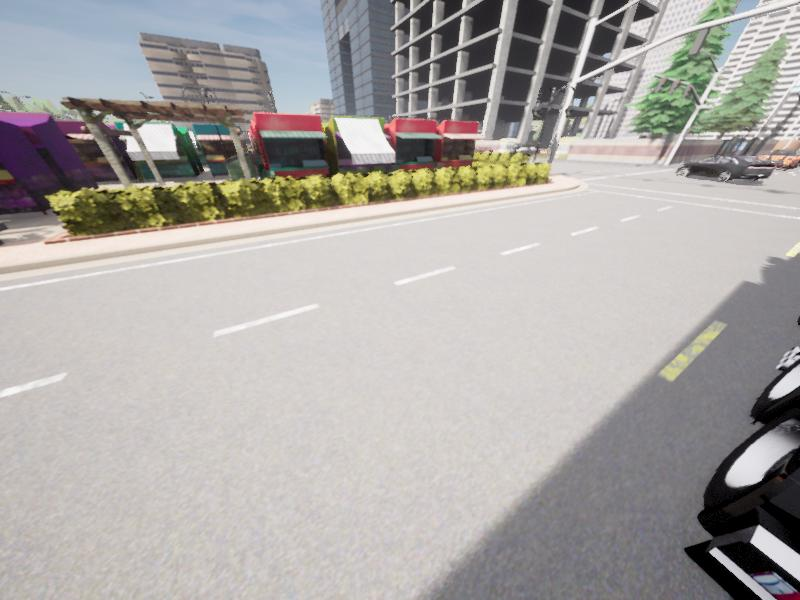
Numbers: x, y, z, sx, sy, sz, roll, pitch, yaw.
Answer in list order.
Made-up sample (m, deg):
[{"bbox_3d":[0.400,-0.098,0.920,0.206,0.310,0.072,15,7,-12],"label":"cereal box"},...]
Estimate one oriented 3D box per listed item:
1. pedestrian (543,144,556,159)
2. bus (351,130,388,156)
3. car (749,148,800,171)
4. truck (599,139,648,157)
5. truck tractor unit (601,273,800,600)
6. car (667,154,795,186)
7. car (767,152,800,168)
[{"bbox_3d":[22.049,-21.888,34.035,0.751,1.860,0.751,-17,38,-22],"label":"pedestrian"},{"bbox_3d":[-6.749,-33.889,49.925,3.944,4.253,10.273,-18,38,-24],"label":"bus"},{"bbox_3d":[37.717,-14.040,22.944,4.553,1.767,2.097,-17,38,-23],"label":"car"},{"bbox_3d":[39.689,-27.172,41.300,2.615,2.467,5.204,-17,38,-24],"label":"truck"},{"bbox_3d":[5.115,-0.297,0.767,6.516,4.208,3.053,-18,38,-23],"label":"truck tractor unit"},{"bbox_3d":[22.420,-9.208,16.149,2.128,1.511,4.902,3,34,3],"label":"car"},{"bbox_3d":[43.846,-15.755,25.877,4.718,1.301,1.895,-17,38,-23],"label":"car"}]
